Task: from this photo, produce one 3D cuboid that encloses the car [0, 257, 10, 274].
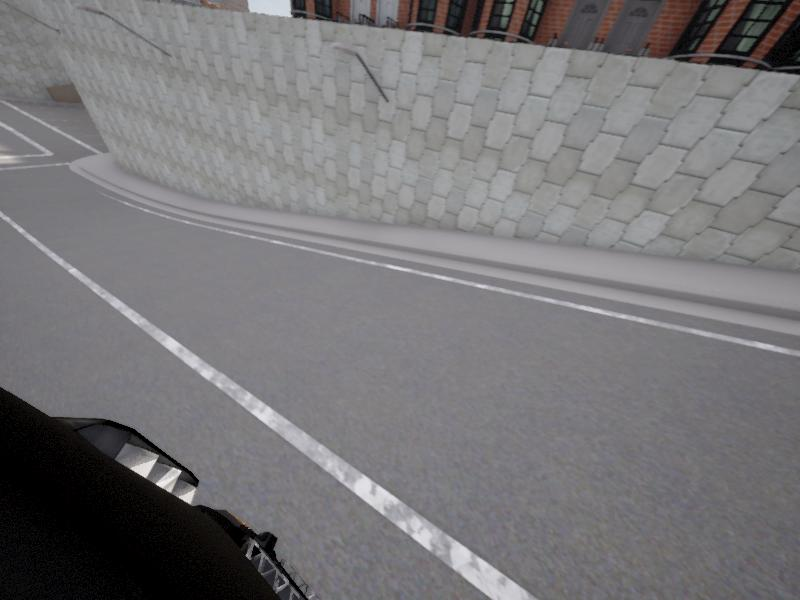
[{"bbox_3d":[-12.000,-1.364,5.517,4.181,1.385,1.994,18,38,25],"label":"car"}]
